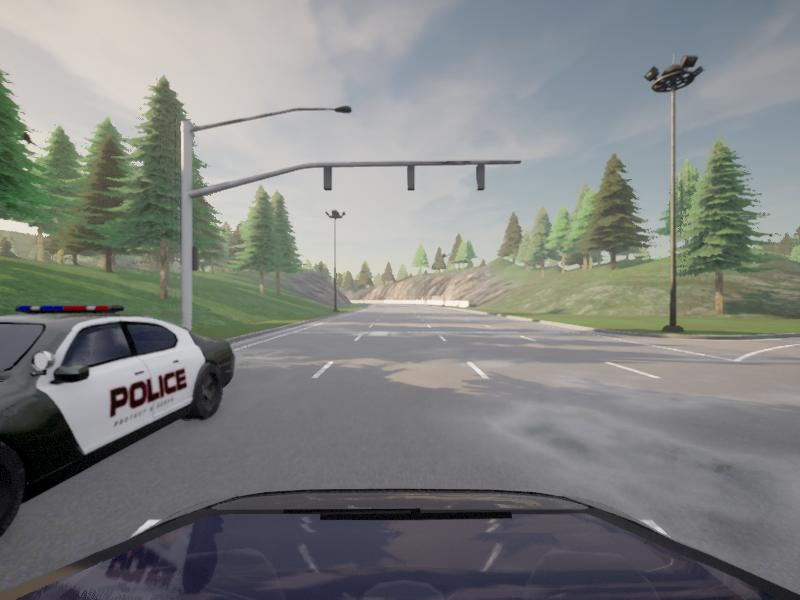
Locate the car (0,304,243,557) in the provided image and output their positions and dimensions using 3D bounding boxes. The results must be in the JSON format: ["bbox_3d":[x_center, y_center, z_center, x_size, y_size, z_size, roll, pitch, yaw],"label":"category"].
[{"bbox_3d":[-3.501,0.827,3.836,2.038,1.542,4.974,0,0,0],"label":"car"}]
